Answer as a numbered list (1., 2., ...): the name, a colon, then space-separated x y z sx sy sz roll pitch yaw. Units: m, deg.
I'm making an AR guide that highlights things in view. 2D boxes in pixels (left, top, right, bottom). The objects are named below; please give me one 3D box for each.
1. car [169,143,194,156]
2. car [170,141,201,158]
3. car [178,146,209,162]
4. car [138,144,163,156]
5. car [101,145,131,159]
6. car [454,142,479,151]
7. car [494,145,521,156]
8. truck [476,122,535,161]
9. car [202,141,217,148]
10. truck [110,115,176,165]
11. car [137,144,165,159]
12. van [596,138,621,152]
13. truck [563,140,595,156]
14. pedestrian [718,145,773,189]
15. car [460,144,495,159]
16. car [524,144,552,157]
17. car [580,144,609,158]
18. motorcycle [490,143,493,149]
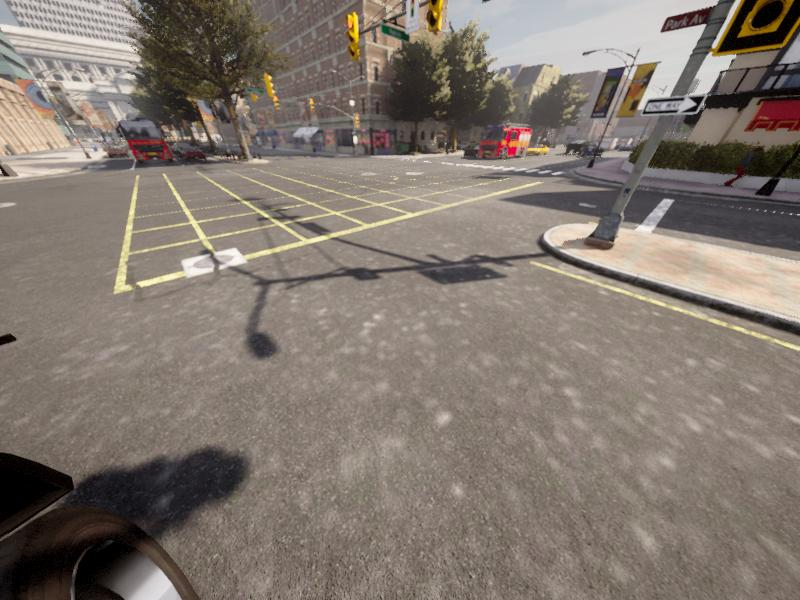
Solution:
1. car: -32.868 -22.669 34.731 1.970 1.475 3.806 -27 43 -33
2. car: -28.877 -20.267 31.061 2.097 1.767 4.553 -27 44 -34
3. car: -24.219 -17.109 27.027 1.895 1.301 4.718 -27 44 -34
4. car: -36.834 -22.144 34.045 1.994 1.385 4.181 -28 44 -34
5. car: -36.788 -19.329 30.085 1.895 1.301 4.718 -28 44 -34
6. car: 14.934 -34.579 52.053 2.038 1.542 4.974 -27 43 -33
7. car: 17.709 -24.631 37.965 4.674 1.442 1.812 -28 44 -34
8. truck: 14.083 -20.973 30.643 8.468 3.827 2.891 -28 44 -34
9. car: -47.815 -38.967 57.861 1.970 1.475 3.806 -27 44 -34
10. truck: -27.205 -17.054 24.722 2.891 3.827 8.468 -27 44 -34
11. car: -32.374 -19.369 30.028 1.970 1.475 3.806 -28 44 -34
12. van: 46.996 -34.946 52.047 6.366 2.431 2.351 -28 44 -34
13. truck: 31.146 -26.490 40.152 6.274 2.098 2.390 -28 44 -34
14. pedestrian: 17.710 -6.845 11.922 0.751 1.860 0.751 -27 43 -33
15. car: 11.045 -21.212 32.861 5.238 1.638 1.930 -28 44 -34
16. car: 22.538 -24.492 37.683 5.366 1.575 1.801 -28 44 -34
17. car: 29.719 -22.817 35.312 4.856 1.649 2.033 -28 44 -34
18. motorcycle: 22.627 -38.129 57.171 0.764 1.277 2.356 2 34 20
